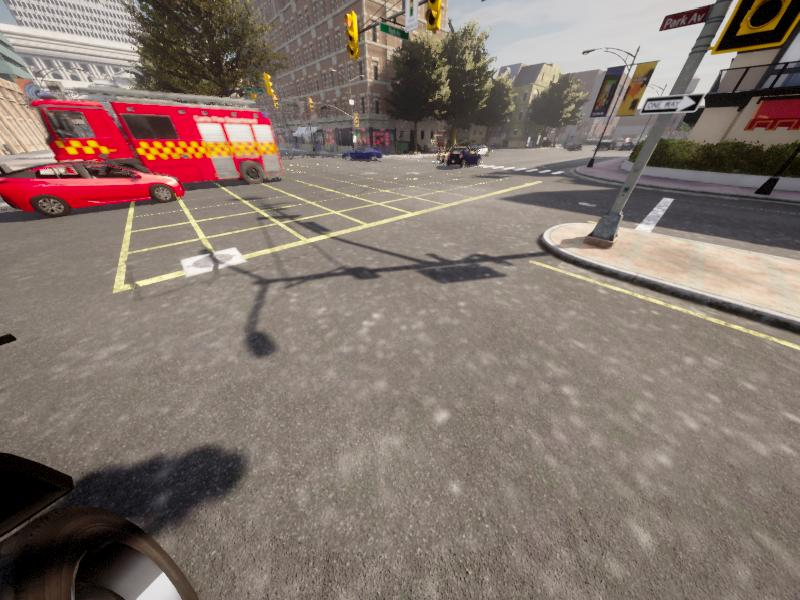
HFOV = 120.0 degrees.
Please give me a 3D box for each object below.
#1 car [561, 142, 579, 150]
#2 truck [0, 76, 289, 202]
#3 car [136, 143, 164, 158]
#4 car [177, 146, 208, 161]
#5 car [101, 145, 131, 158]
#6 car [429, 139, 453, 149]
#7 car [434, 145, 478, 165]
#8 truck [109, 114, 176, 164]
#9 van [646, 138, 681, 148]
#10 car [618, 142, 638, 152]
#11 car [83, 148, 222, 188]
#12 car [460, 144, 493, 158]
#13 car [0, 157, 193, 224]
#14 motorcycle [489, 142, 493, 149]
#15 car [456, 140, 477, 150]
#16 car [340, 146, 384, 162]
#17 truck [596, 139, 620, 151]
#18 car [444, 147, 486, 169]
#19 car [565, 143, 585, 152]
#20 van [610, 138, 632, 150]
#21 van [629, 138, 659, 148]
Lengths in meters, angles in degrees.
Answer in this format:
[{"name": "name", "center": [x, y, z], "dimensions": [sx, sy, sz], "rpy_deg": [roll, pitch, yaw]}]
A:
[{"name": "car", "center": [40.790, -36.941, 55.432], "dimensions": [4.674, 1.442, 1.812], "rpy_deg": [-28, 44, -34]}, {"name": "truck", "center": [-10.969, -7.866, 11.691], "dimensions": [8.468, 3.827, 2.891], "rpy_deg": [-28, 44, -34]}, {"name": "car", "center": [-32.422, -19.416, 29.981], "dimensions": [1.970, 1.475, 3.806], "rpy_deg": [-28, 44, -34]}, {"name": "car", "center": [-24.264, -17.156, 26.987], "dimensions": [1.895, 1.301, 4.718], "rpy_deg": [-28, 44, -34]}, {"name": "car", "center": [-36.836, -19.373, 30.035], "dimensions": [1.895, 1.301, 4.718], "rpy_deg": [-28, 44, -34]}, {"name": "car", "center": [9.939, -38.124, 56.367], "dimensions": [2.150, 2.045, 5.566], "rpy_deg": [-28, 44, -34]}, {"name": "car", "center": [6.123, -15.826, 25.069], "dimensions": [1.801, 1.575, 5.366], "rpy_deg": [30, 45, 35]}, {"name": "truck", "center": [-27.249, -17.094, 24.681], "dimensions": [2.891, 3.827, 8.468], "rpy_deg": [-28, 44, -34]}, {"name": "van", "center": [76.650, -45.778, 67.383], "dimensions": [6.366, 2.431, 2.351], "rpy_deg": [1, 35, 2]}, {"name": "car", "center": [49.939, -33.627, 50.616], "dimensions": [4.856, 1.649, 2.033], "rpy_deg": [-28, 44, -34]}, {"name": "car", "center": [-14.201, -8.008, 13.765], "dimensions": [5.238, 1.638, 1.930], "rpy_deg": [-28, 44, -34]}, {"name": "car", "center": [10.883, -21.223, 32.814], "dimensions": [4.974, 1.542, 2.038], "rpy_deg": [-28, 44, -34]}, {"name": "car", "center": [-11.153, -4.340, 8.676], "dimensions": [2.007, 1.525, 4.514], "rpy_deg": [27, 43, 33]}, {"name": "motorcycle", "center": [22.553, -38.273, 57.107], "dimensions": [0.764, 1.277, 2.356], "rpy_deg": [2, 34, 20]}, {"name": "car", "center": [14.894, -34.838, 51.869], "dimensions": [1.905, 1.878, 3.866], "rpy_deg": [-26, 43, -32]}, {"name": "car", "center": [-4.222, -16.726, 26.393], "dimensions": [4.674, 1.442, 1.812], "rpy_deg": [1, 36, 1]}, {"name": "truck", "center": [46.824, -34.911, 52.020], "dimensions": [6.274, 2.098, 2.390], "rpy_deg": [-28, 44, -34]}, {"name": "car", "center": [6.018, -13.148, 21.308], "dimensions": [3.633, 1.501, 1.845], "rpy_deg": [-28, 44, -34]}, {"name": "car", "center": [36.692, -32.061, 48.421], "dimensions": [4.892, 1.490, 1.837], "rpy_deg": [-28, 44, -34]}, {"name": "van", "center": [57.161, -40.499, 59.743], "dimensions": [6.366, 2.431, 2.351], "rpy_deg": [-28, 44, -34]}, {"name": "van", "center": [73.960, -47.710, 70.108], "dimensions": [6.366, 2.431, 2.351], "rpy_deg": [-5, 36, -8]}]
